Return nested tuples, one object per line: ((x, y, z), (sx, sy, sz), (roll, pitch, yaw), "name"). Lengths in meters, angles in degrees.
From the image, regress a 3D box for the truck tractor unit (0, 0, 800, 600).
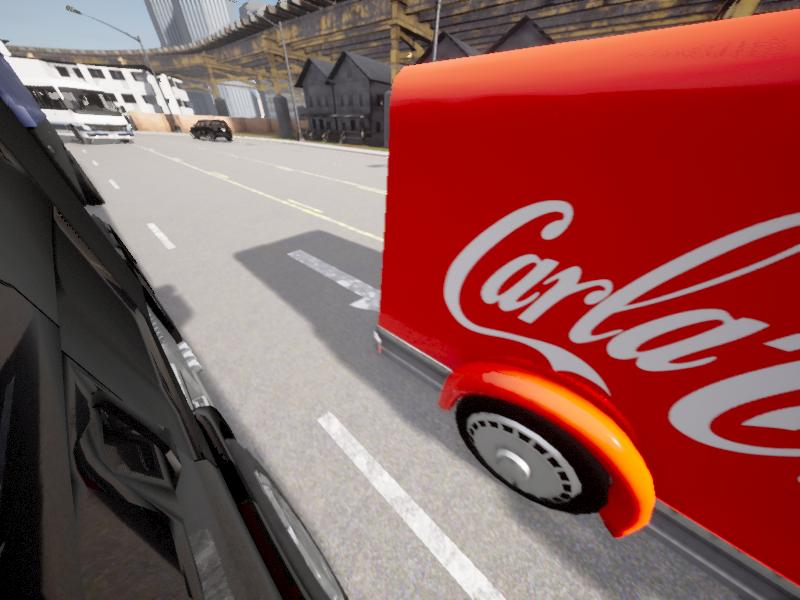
((-2.645, -0.295, 0.351), (6.516, 4.208, 3.053), (28, 44, 30), "truck tractor unit")

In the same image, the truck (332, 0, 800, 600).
((2.500, 0.380, 1.210), (5.204, 2.467, 2.627), (29, 44, 30), "truck")

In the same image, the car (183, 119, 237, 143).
((-22.636, -20.225, 27.568), (5.566, 2.045, 2.150), (19, 40, 21), "car")

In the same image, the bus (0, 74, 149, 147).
((-29.054, -16.379, 20.236), (10.273, 4.253, 3.944), (13, 37, 14), "bus")

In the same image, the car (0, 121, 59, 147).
((-30.500, -13.195, 18.286), (5.357, 1.411, 2.033), (15, 38, 16), "car")

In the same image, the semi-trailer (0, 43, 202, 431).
((-8.692, -3.602, 4.244), (14.254, 4.402, 2.717), (28, 44, 30), "semi-trailer")
